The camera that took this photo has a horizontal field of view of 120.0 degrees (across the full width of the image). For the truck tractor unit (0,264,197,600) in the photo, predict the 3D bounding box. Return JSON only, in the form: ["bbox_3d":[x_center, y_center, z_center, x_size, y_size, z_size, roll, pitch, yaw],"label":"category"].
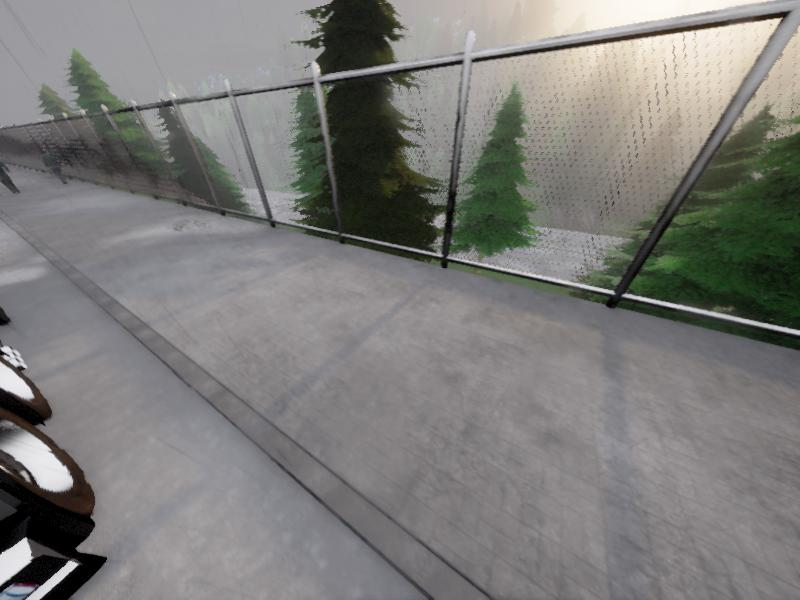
[{"bbox_3d":[-5.114,-0.297,0.786,6.516,4.208,3.053,18,39,24],"label":"truck tractor unit"}]

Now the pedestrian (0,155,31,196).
[{"bbox_3d":[-19.412,-6.164,11.201,0.751,1.860,0.751,26,42,32],"label":"pedestrian"}]

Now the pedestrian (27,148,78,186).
[{"bbox_3d":[-20.309,-7.795,13.554,0.751,1.860,0.751,18,39,24],"label":"pedestrian"}]
